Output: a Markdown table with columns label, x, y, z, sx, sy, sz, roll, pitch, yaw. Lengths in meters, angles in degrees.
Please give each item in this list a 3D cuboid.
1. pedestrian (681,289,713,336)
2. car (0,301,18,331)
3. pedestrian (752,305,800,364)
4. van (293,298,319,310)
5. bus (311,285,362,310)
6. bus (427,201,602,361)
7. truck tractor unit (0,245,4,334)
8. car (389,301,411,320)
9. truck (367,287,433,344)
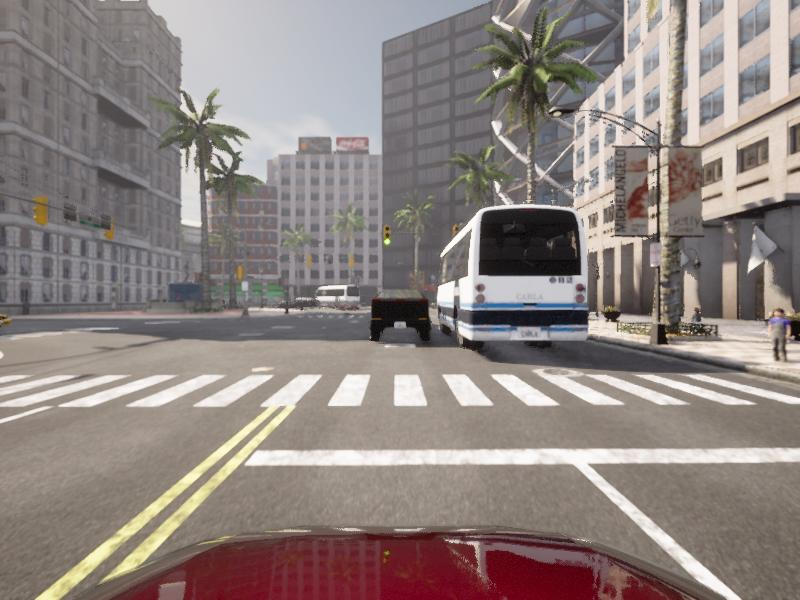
| label | x | y | z | sx | sy | sz | roll | pitch | yaw |
| --- | --- | --- | --- | --- | --- | --- | --- | --- | --- |
| pedestrian | 12.269 | 0.507 | 16.524 | 0.751 | 1.860 | 0.751 | 0 | 0 | -17 |
| car | -23.706 | 0.828 | 21.083 | 5.366 | 1.575 | 1.801 | 0 | 0 | 0 |
| pedestrian | 8.881 | 0.778 | 9.355 | 0.751 | 1.300 | 0.751 | 0 | 0 | -26 |
| van | -15.849 | 0.661 | 67.410 | 4.480 | 2.038 | 2.069 | 0 | -1 | 44 |
| bus | -11.709 | -0.439 | 73.045 | 3.944 | 4.253 | 10.273 | 1 | -1 | -44 |
| bus | 3.384 | -0.512 | 15.722 | 3.944 | 4.253 | 10.273 | 0 | 0 | 0 |
| truck tractor unit | -22.232 | -0.498 | 17.650 | 6.516 | 4.208 | 3.053 | 0 | 0 | 1 |
| car | 0.013 | 0.848 | 35.000 | 1.801 | 1.575 | 5.366 | 0 | 0 | 0 |
| truck | 0.006 | 0.566 | 17.775 | 2.390 | 2.098 | 6.274 | 0 | 0 | 0 |
